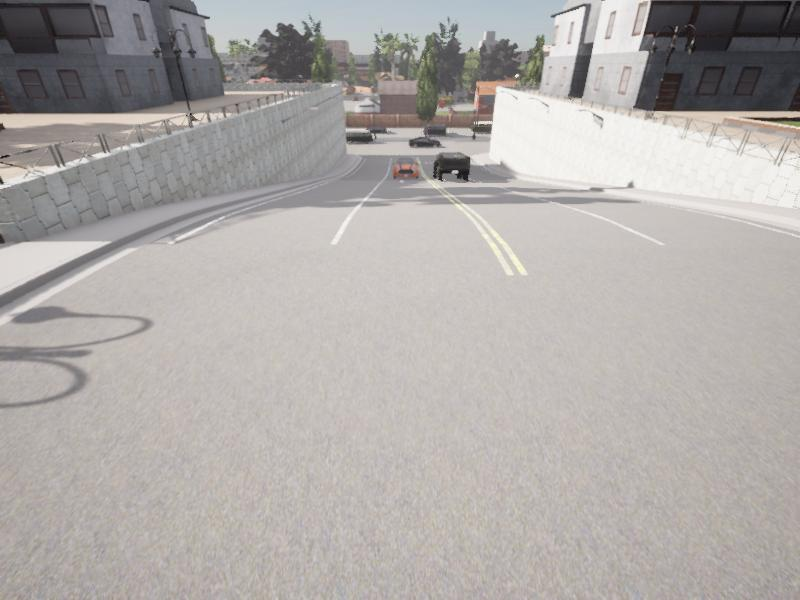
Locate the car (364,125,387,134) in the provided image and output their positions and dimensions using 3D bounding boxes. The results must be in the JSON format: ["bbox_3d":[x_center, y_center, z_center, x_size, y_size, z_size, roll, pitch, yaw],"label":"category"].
[{"bbox_3d":[-4.612,-32.151,75.454,4.181,1.385,1.994,0,30,0],"label":"car"}]

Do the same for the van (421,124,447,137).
[{"bbox_3d":[6.111,-30.639,72.246,4.442,1.987,1.775,0,30,0],"label":"van"}]

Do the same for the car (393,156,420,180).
[{"bbox_3d":[0.486,-11.171,33.719,2.097,1.767,4.553,0,20,0],"label":"car"}]

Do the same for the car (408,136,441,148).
[{"bbox_3d":[3.804,-24.640,62.440,5.008,1.535,1.882,0,30,0],"label":"car"}]

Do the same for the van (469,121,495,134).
[{"bbox_3d":[15.384,-32.430,75.221,4.480,2.038,2.069,0,30,0],"label":"van"}]

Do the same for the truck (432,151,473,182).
[{"bbox_3d":[3.976,-10.558,31.539,2.390,2.098,6.274,0,19,0],"label":"truck"}]

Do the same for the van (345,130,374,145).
[{"bbox_3d":[-6.558,-26.606,65.381,4.442,1.987,1.775,0,30,0],"label":"van"}]
